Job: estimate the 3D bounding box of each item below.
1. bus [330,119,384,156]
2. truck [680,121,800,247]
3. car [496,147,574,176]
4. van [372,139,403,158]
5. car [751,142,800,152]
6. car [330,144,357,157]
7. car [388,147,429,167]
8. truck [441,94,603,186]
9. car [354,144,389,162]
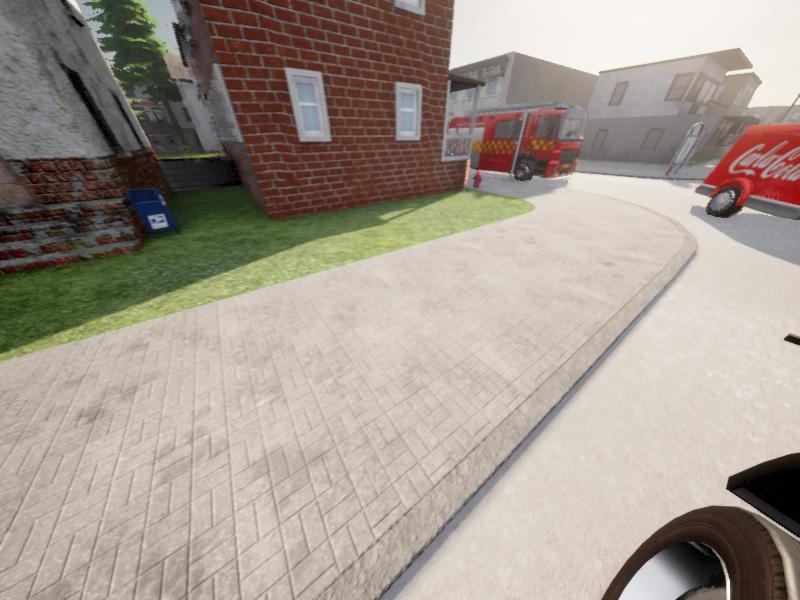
[{"bbox_3d":[-7.012,-25.817,36.880,3.944,4.253,10.273,-22,41,-28],"label":"bus"},{"bbox_3d":[11.368,-2.966,5.862,2.627,2.467,5.204,11,37,11],"label":"truck"},{"bbox_3d":[10.097,-10.742,17.726,2.007,1.525,4.514,-22,41,-28],"label":"car"},{"bbox_3d":[-1.683,-20.670,31.456,2.069,2.038,4.480,-22,41,-28],"label":"van"},{"bbox_3d":[69.048,-28.270,42.519,1.812,1.442,4.674,-22,41,-28],"label":"car"},{"bbox_3d":[-8.355,-21.895,33.724,1.837,1.490,4.892,-22,41,-28],"label":"car"},{"bbox_3d":[0.746,-14.388,23.112,1.994,1.385,4.181,-21,40,-27],"label":"car"},{"bbox_3d":[6.883,-10.344,15.196,2.891,3.827,8.468,-22,41,-28],"label":"truck"},{"bbox_3d":[-3.479,-17.914,28.000,1.882,1.535,5.008,-22,41,-28],"label":"car"}]
